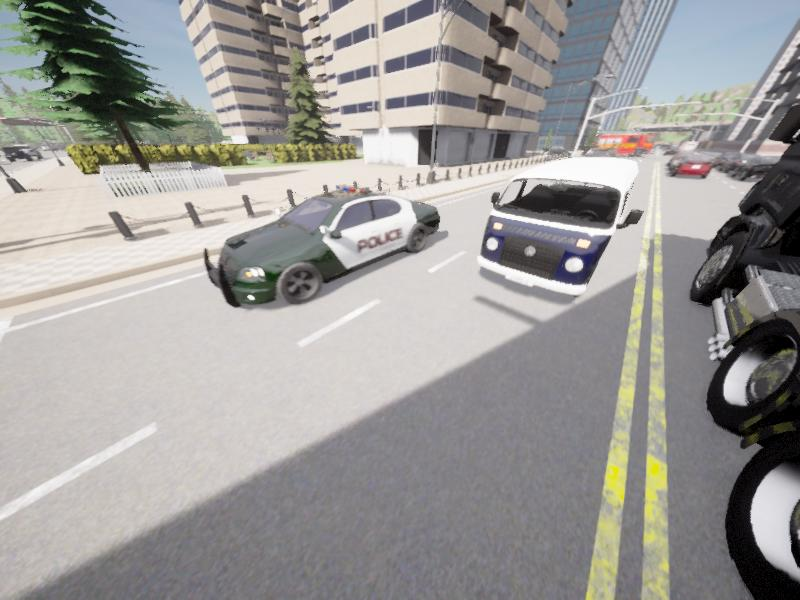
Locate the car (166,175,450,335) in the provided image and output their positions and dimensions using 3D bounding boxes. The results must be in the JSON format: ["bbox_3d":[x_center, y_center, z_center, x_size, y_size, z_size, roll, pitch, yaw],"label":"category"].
[{"bbox_3d":[-1.271,-1.547,5.013,2.038,1.542,4.974,28,43,35],"label":"car"}]

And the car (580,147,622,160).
[{"bbox_3d":[33.698,-24.799,38.950,2.038,1.542,4.974,-10,36,-12],"label":"car"}]

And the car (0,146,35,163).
[{"bbox_3d":[-56.603,-21.553,34.139,3.866,1.878,1.905,28,43,34],"label":"car"}]

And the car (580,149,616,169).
[{"bbox_3d":[22.350,-15.988,26.018,1.930,1.638,5.238,28,43,34],"label":"car"}]

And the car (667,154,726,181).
[{"bbox_3d":[23.232,-10.663,18.358,2.163,1.488,4.792,27,43,34],"label":"car"}]

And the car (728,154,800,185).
[{"bbox_3d":[25.929,-9.426,16.490,1.882,1.535,5.008,27,43,34],"label":"car"}]

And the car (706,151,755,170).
[{"bbox_3d":[35.258,-15.063,24.855,2.033,1.411,5.357,27,43,34],"label":"car"}]

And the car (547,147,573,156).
[{"bbox_3d":[32.387,-30.126,46.755,3.806,1.475,1.970,26,42,32],"label":"car"}]

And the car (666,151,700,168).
[{"bbox_3d":[32.286,-16.181,26.454,1.812,1.442,4.674,28,43,34],"label":"car"}]

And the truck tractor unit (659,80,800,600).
[{"bbox_3d":[4.771,-0.546,1.142,3.053,4.208,6.516,28,44,35],"label":"truck tractor unit"}]

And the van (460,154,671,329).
[{"bbox_3d":[3.471,-1.731,4.821,2.069,2.038,4.480,28,43,34],"label":"van"}]

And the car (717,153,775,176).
[{"bbox_3d":[30.323,-12.075,20.444,1.812,1.442,4.674,27,43,34],"label":"car"}]

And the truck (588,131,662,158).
[{"bbox_3d":[40.411,-28.340,42.086,8.468,3.827,2.891,12,36,17],"label":"truck"}]

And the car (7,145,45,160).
[{"bbox_3d":[-63.422,-25.190,39.333,5.566,2.045,2.150,28,43,34],"label":"car"}]

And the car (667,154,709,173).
[{"bbox_3d":[27.558,-13.228,22.270,1.895,1.301,4.718,27,43,34],"label":"car"}]
